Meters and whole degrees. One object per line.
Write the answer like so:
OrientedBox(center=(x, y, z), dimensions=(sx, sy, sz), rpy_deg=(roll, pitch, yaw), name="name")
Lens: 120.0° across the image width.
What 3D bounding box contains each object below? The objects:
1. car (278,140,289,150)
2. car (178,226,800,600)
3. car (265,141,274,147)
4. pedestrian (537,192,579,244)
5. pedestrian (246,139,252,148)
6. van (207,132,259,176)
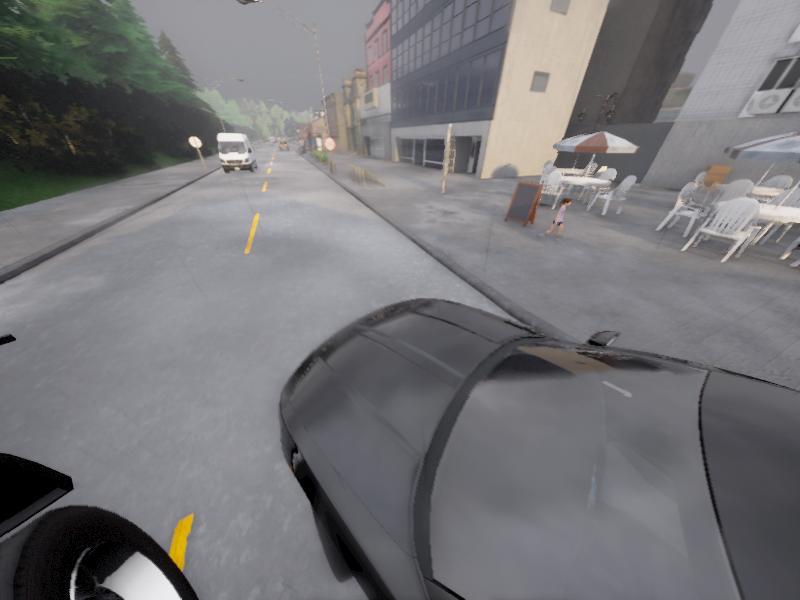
OrientedBox(center=(-27.707, -36.925, 55.036), dimensions=(1.932, 1.855, 4.605), rpy_deg=(-13, 37, -19), name="car")
OrientedBox(center=(1.343, 1.224, 0.894), dimensions=(5.008, 1.535, 1.882), rpy_deg=(27, 44, 32), name="car")
OrientedBox(center=(-44.037, -52.714, 77.973), dimensions=(2.152, 1.651, 5.027), rpy_deg=(-13, 37, -19), name="car")
OrientedBox(center=(3.949, -2.081, 5.846), dimensions=(0.500, 1.100, 0.500), rpy_deg=(15, 37, 20), name="pedestrian")
OrientedBox(center=(-40.428, -41.911, 61.804), dimensions=(0.751, 1.860, 0.751), rpy_deg=(-16, 38, -22), name="pedestrian")
OrientedBox(center=(-13.049, -11.825, 18.569), dimensions=(1.988, 2.561, 5.915), rpy_deg=(-13, 37, -19), name="van")
